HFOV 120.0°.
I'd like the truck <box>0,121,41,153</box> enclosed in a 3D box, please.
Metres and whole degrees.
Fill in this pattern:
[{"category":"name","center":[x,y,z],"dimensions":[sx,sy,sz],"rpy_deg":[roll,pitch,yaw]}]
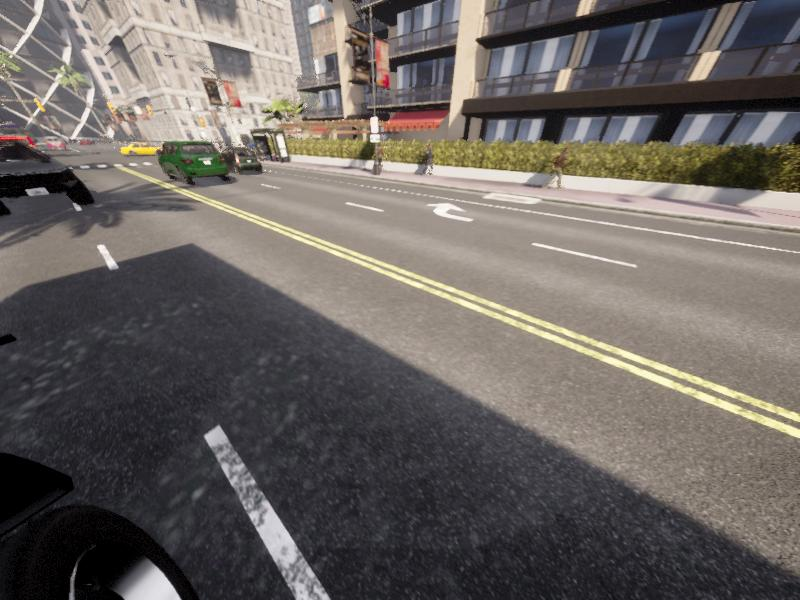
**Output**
[{"category":"truck","center":[-60.748,-25.716,36.469],"dimensions":[8.468,3.827,2.891],"rpy_deg":[24,41,30]}]

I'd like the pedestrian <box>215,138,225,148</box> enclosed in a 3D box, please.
[{"category":"pedestrian","center":[-38.960,-34.049,50.046],"dimensions":[0.751,1.860,0.751],"rpy_deg":[17,38,22]}]

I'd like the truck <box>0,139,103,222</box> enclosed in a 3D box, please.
[{"category":"truck","center":[-14.823,-4.779,8.727],"dimensions":[6.274,2.098,2.390],"rpy_deg":[18,39,23]}]

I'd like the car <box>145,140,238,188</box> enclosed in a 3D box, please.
[{"category":"car","center":[-12.449,-8.257,13.764],"dimensions":[5.566,2.045,2.150],"rpy_deg":[24,41,30]}]

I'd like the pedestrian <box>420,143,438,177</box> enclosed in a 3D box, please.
[{"category":"pedestrian","center":[1.901,-9.160,15.097],"dimensions":[0.751,1.860,0.751],"rpy_deg":[24,41,30]}]

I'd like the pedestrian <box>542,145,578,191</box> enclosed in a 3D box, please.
[{"category":"pedestrian","center":[7.738,-6.390,11.224],"dimensions":[0.751,1.860,0.751],"rpy_deg":[23,41,29]}]

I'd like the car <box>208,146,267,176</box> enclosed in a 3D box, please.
[{"category":"car","center":[-12.214,-10.518,17.373],"dimensions":[3.988,1.617,1.851],"rpy_deg":[24,41,30]}]

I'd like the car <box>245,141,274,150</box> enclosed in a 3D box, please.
[{"category":"car","center":[-30.729,-34.004,50.681],"dimensions":[1.882,1.535,5.008],"rpy_deg":[24,41,30]}]

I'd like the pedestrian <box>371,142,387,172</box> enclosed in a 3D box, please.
[{"category":"pedestrian","center":[-1.511,-10.490,16.948],"dimensions":[0.751,1.860,0.751],"rpy_deg":[29,44,35]}]

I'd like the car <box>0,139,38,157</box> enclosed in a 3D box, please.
[{"category":"car","center":[-49.428,-19.770,29.911],"dimensions":[4.553,1.767,2.097],"rpy_deg":[24,41,30]}]

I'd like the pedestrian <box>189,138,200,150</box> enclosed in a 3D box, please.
[{"category":"pedestrian","center":[-40.526,-30.702,45.518],"dimensions":[0.751,1.860,0.751],"rpy_deg":[21,40,27]}]

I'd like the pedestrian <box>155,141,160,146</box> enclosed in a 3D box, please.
[{"category":"pedestrian","center":[-60.964,-39.433,58.094],"dimensions":[0.500,1.100,0.500],"rpy_deg":[24,41,29]}]

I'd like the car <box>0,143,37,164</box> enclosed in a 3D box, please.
[{"category":"car","center":[-37.197,-14.147,22.258],"dimensions":[3.705,1.549,1.789],"rpy_deg":[25,42,30]}]

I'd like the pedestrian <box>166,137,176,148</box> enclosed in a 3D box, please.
[{"category":"pedestrian","center":[-49.226,-33.865,49.648],"dimensions":[0.751,1.860,0.751],"rpy_deg":[22,41,28]}]

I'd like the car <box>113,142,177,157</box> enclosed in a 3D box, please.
[{"category":"car","center":[-33.668,-20.079,30.747],"dimensions":[5.366,1.575,1.801],"rpy_deg":[-10,36,-15]}]

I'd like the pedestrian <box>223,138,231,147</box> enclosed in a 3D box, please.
[{"category":"pedestrian","center":[-40.279,-36.698,53.807],"dimensions":[0.751,1.860,0.751],"rpy_deg":[24,41,30]}]

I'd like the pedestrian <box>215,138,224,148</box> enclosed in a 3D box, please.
[{"category":"pedestrian","center":[-40.672,-35.487,52.075],"dimensions":[0.751,1.860,0.751],"rpy_deg":[22,40,28]}]

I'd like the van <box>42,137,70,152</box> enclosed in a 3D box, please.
[{"category":"van","center":[-57.366,-25.983,38.498],"dimensions":[4.442,1.987,1.775],"rpy_deg":[24,41,30]}]

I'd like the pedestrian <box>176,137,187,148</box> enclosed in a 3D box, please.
[{"category":"pedestrian","center":[-44.635,-32.150,47.263],"dimensions":[0.751,1.860,0.751],"rpy_deg":[17,38,22]}]

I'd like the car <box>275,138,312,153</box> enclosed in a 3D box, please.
[{"category":"car","center":[-19.421,-28.437,42.448],"dimensions":[2.150,2.045,5.566],"rpy_deg":[24,41,29]}]
